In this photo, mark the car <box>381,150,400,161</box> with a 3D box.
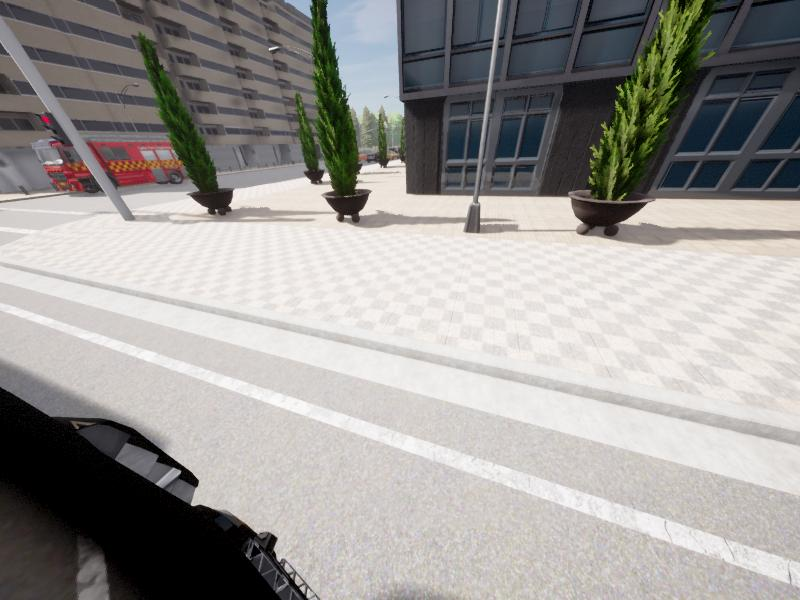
[{"bbox_3d":[-1.705,-28.042,44.680,1.801,1.575,5.366,9,35,17],"label":"car"}]

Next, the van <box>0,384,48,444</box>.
[{"bbox_3d":[-6.109,0.531,1.813,4.442,1.987,1.775,9,35,17],"label":"van"}]

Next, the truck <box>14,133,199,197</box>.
[{"bbox_3d":[-23.212,-11.558,19.531,2.891,3.827,8.468,9,35,17],"label":"truck"}]

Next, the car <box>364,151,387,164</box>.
[{"bbox_3d":[-4.028,-24.215,39.156,2.007,1.525,4.514,9,35,17],"label":"car"}]
